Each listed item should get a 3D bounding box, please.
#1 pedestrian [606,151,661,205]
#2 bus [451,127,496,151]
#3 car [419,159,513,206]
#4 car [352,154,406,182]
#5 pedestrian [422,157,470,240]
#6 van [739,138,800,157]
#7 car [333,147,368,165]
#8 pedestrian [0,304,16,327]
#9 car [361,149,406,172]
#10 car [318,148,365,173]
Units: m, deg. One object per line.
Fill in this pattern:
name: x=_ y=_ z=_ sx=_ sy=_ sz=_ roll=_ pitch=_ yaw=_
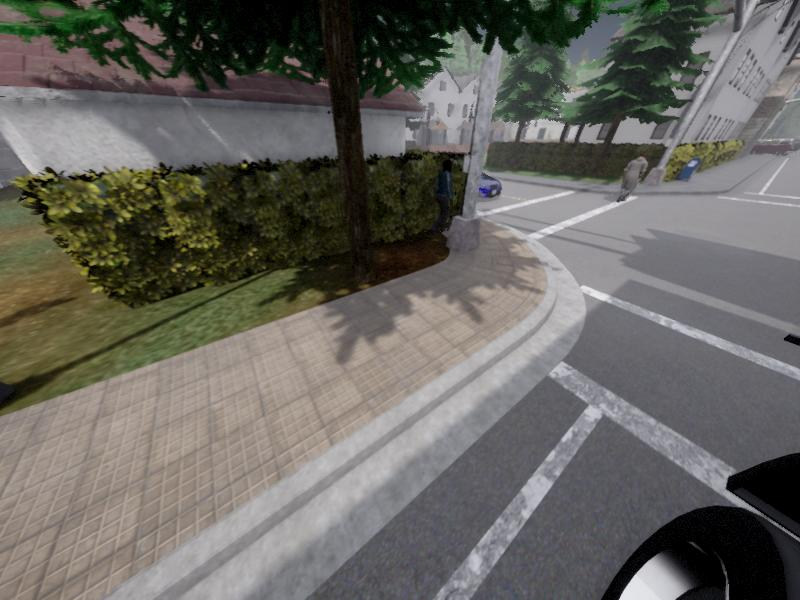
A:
pedestrian: x=9.688 y=-5.092 z=9.662 sx=0.751 sy=1.860 sz=0.751 roll=-20 pitch=40 yaw=-26
bus: x=17.518 y=-38.638 z=55.356 sx=10.273 sy=4.253 sz=3.944 roll=-22 pitch=41 yaw=-27
car: x=2.972 y=-5.992 z=11.475 sx=1.816 sy=1.474 sz=4.193 roll=-22 pitch=40 yaw=-28
car: x=-1.622 y=-9.746 z=16.930 sx=1.994 sy=1.385 sz=4.181 roll=-21 pitch=40 yaw=-27
pedestrian: x=1.149 y=-2.670 z=6.123 sx=0.751 sy=1.860 sz=0.751 roll=-15 pitch=38 yaw=-19
van: x=51.378 y=-20.992 z=31.844 sx=2.069 sy=2.038 sz=4.480 roll=-3 pitch=32 yaw=-6
car: x=-5.849 y=-16.828 z=26.871 sx=1.882 sy=1.535 sz=5.008 roll=-22 pitch=41 yaw=-28
pedestrian: x=-6.248 y=-0.226 z=2.692 sx=0.751 sy=1.860 sz=0.751 roll=-11 pitch=37 yaw=-15
car: x=-1.636 y=-13.350 z=21.904 sx=1.882 sy=1.535 sz=5.008 roll=-22 pitch=41 yaw=-28
car: x=-5.478 y=-13.008 z=21.366 sx=2.152 sy=1.651 sz=5.027 roll=-22 pitch=41 yaw=-28
